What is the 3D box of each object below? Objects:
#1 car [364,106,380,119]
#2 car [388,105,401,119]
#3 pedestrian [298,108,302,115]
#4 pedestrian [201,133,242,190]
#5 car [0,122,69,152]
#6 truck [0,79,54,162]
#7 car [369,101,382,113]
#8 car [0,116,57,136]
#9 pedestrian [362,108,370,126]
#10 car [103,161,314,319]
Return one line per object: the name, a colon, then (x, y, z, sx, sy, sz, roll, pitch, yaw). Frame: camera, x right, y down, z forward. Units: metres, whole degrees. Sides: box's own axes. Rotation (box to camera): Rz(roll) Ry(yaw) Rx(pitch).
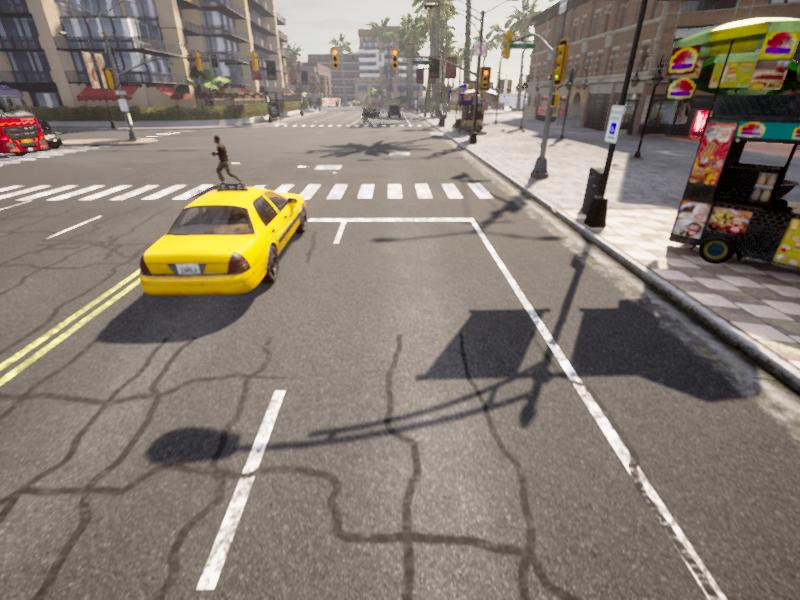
car: (-4.349, -29.535, 62.846, 2.242, 1.667, 4.611, -1, 27, -1)
car: (-0.822, -29.072, 61.689, 1.905, 1.878, 3.866, -1, 27, -1)
pedestrian: (-17.180, -32.434, 68.794, 0.500, 1.100, 0.500, 1, 27, 2)
pedestrian: (-6.365, -4.976, 14.377, 0.751, 1.860, 0.751, 3, 27, 7)
car: (-23.778, -10.246, 25.078, 3.988, 1.617, 1.851, -1, 27, -2)
truck: (-24.501, -9.569, 21.305, 8.468, 3.827, 2.891, 0, 27, 0)
car: (-5.355, -41.466, 85.863, 2.150, 2.045, 5.566, -4, 27, -8)
car: (-33.540, -15.275, 35.085, 4.892, 1.490, 1.837, -1, 27, -1)
pedestrian: (-3.835, -20.514, 44.876, 0.751, 1.860, 0.751, 0, 27, 0)
car: (-3.189, -1.639, 8.184, 1.801, 1.575, 5.366, -1, 27, -1)
